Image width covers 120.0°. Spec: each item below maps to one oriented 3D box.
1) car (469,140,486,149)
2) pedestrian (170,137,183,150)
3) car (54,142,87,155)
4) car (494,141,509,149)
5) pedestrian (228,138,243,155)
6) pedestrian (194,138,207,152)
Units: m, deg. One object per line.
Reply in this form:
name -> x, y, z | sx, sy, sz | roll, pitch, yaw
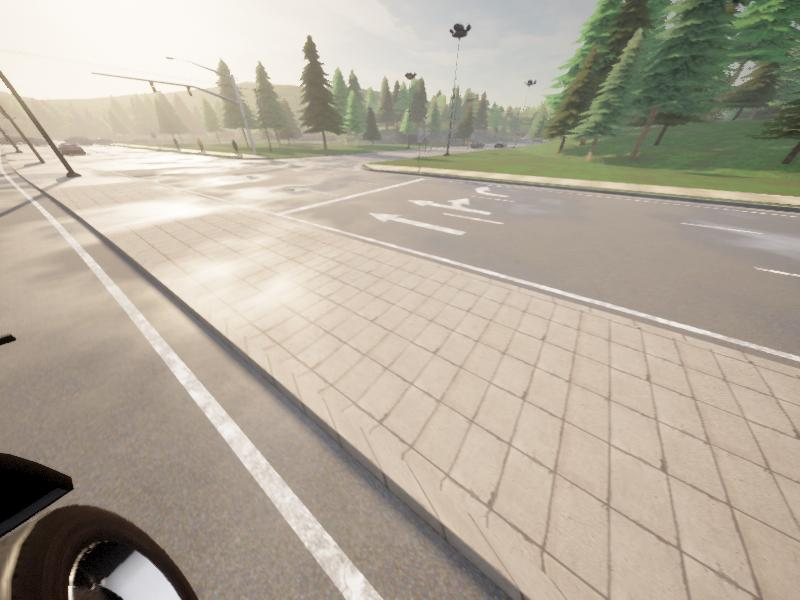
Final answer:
car -> 18.718, -37.262, 55.387 | 2.033, 1.649, 4.856 | 23, 41, 29
pedestrian -> -39.828, -27.873, 41.158 | 0.751, 1.860, 0.751 | 23, 41, 29
car -> -47.671, -21.953, 33.451 | 4.181, 1.385, 1.994 | 22, 41, 28
car -> 25.715, -39.329, 58.402 | 2.038, 1.542, 4.974 | 23, 41, 29
pedestrian -> -21.427, -19.945, 30.066 | 0.751, 1.860, 0.751 | 24, 42, 30
pedestrian -> -30.872, -24.022, 35.771 | 0.751, 1.860, 0.751 | 24, 41, 29
